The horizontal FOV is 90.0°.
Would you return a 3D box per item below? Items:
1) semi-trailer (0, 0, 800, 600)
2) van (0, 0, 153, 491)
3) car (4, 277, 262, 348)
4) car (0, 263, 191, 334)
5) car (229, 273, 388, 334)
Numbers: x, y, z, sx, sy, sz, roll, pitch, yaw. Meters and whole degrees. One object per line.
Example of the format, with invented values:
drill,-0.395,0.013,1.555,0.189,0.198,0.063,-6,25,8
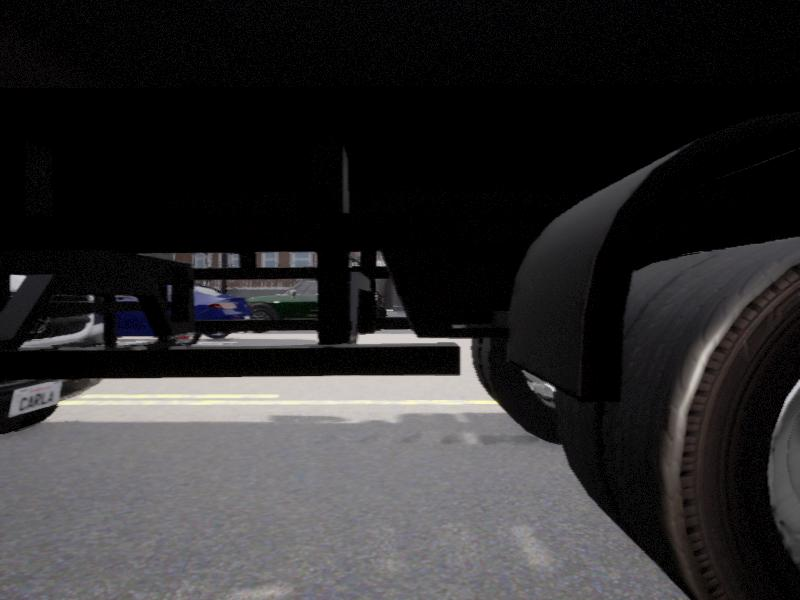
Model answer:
semi-trailer,5.029,-1.225,2.221,14.254,4.402,2.717,0,0,0
van,-4.941,-0.296,2.166,5.915,2.561,1.988,-1,0,-1
car,-5.789,0.261,9.125,4.674,1.442,1.812,0,0,-1
car,-9.908,-0.046,12.569,5.566,2.045,2.150,0,0,0
car,-2.677,0.091,12.669,4.553,1.767,2.097,0,0,-1
